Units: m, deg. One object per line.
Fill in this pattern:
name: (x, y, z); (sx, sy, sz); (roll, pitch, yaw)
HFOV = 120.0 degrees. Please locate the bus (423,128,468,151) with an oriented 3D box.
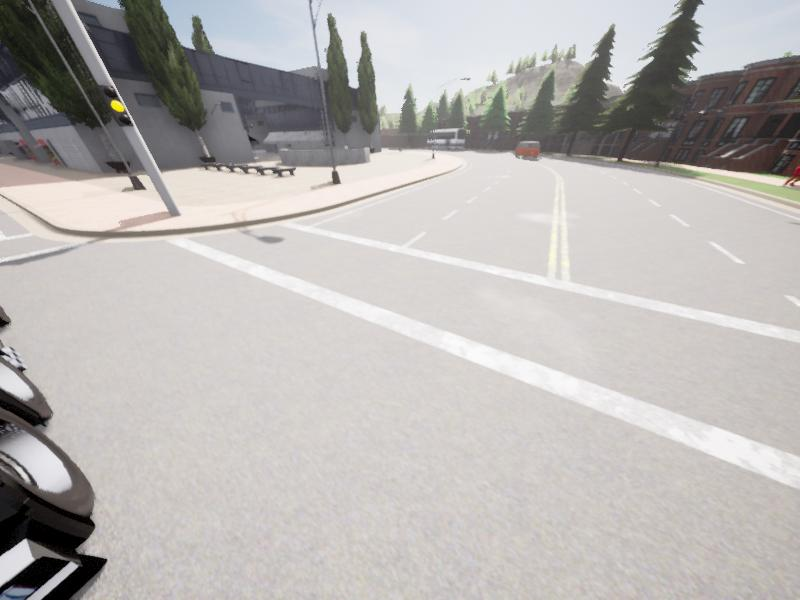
bus: (10.833, -39.254, 56.668); (3.944, 4.253, 10.273); (-25, 42, -31)

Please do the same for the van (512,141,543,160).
van: (17.436, -20.705, 31.888); (1.775, 1.987, 4.442); (1, 35, 2)

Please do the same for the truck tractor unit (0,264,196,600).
truck tractor unit: (-5.110, -0.299, 0.793); (6.516, 4.208, 3.053); (18, 38, 24)

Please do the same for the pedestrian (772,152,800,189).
pedestrian: (19.700, -6.480, 11.200); (0.751, 1.860, 0.751); (17, 38, 23)
